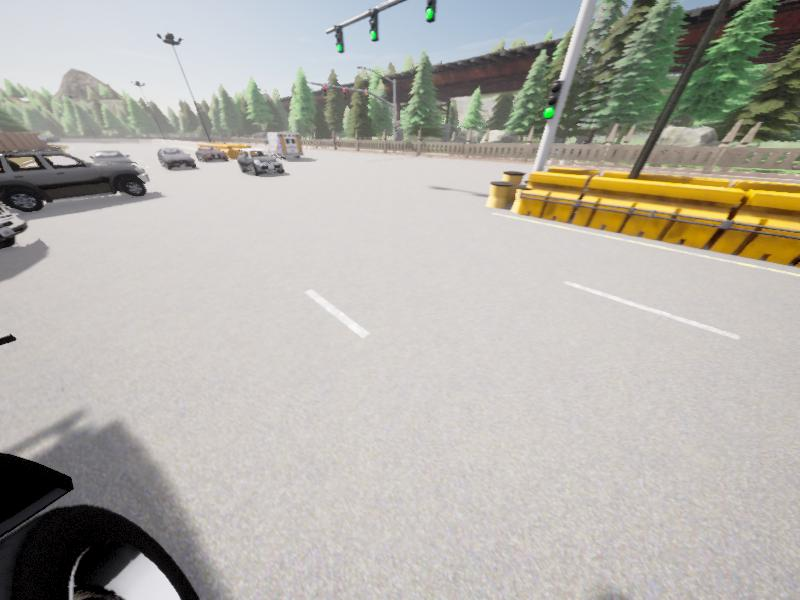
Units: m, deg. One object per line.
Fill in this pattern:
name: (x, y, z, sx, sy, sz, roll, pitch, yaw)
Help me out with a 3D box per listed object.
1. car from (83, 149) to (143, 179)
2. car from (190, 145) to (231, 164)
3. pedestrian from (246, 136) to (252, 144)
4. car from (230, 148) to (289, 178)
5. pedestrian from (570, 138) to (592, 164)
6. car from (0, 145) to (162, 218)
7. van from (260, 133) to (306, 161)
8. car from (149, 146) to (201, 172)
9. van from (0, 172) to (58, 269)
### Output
car: (-19.679, -9.460, 15.901, 4.181, 1.385, 1.994, 29, 45, 34)
car: (-19.179, -14.794, 23.376, 4.181, 1.385, 1.994, 29, 44, 34)
pedestrian: (-43.204, -45.804, 66.044, 0.751, 1.860, 0.751, 28, 44, 33)
car: (-9.721, -9.560, 15.967, 3.806, 1.475, 1.970, 29, 45, 34)
pedestrian: (16.150, -13.301, 20.622, 0.751, 1.860, 0.751, 29, 45, 34)
car: (-12.982, -4.760, 8.894, 1.932, 1.855, 4.605, 20, 41, 26)
van: (-13.559, -17.757, 26.627, 2.351, 2.431, 6.366, -26, 43, -33)
car: (-18.447, -11.604, 18.885, 5.357, 1.411, 2.033, 29, 45, 34)
van: (-11.371, -1.170, 3.392, 6.366, 2.431, 2.351, -18, 39, -23)
